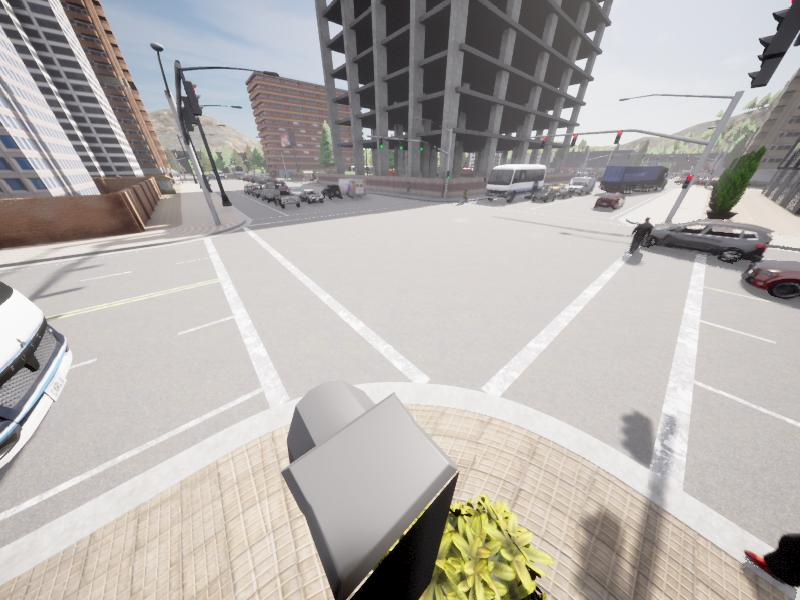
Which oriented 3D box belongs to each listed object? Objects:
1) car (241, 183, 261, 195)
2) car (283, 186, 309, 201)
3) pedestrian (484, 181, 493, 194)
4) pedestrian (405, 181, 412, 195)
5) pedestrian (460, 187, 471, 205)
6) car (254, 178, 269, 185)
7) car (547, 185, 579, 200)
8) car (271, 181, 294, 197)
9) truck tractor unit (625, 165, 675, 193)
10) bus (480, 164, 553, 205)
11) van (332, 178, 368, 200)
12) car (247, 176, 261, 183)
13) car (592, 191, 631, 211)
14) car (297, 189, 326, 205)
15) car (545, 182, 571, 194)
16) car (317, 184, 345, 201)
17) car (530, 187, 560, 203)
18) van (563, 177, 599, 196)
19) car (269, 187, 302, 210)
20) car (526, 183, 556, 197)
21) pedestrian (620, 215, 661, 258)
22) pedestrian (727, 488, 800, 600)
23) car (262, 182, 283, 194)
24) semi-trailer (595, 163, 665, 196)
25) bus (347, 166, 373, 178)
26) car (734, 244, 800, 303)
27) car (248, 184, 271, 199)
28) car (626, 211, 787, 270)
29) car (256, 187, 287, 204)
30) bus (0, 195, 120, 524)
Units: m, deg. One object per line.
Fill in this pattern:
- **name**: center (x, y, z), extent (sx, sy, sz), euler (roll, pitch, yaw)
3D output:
- **car**: center (-25.067, -18.693, 38.909), extent (1.816, 1.474, 4.193), euler (-22, 37, -34)
- **car**: center (-14.901, -15.280, 33.028), extent (1.812, 1.442, 4.674), euler (-22, 37, -34)
- **pedestrian**: center (14.408, -18.429, 37.713), extent (0.751, 1.860, 0.751), euler (-23, 37, -34)
- **pedestrian**: center (1.307, -17.366, 35.875), extent (0.751, 1.860, 0.751), euler (24, 38, 35)
- **pedestrian**: center (7.746, -12.288, 27.381), extent (0.751, 1.860, 0.751), euler (-21, 36, -32)
- **car**: center (-35.750, -30.624, 59.605), extent (2.128, 1.511, 4.902), euler (-22, 37, -34)
- **car**: center (23.938, -15.821, 33.898), extent (4.902, 1.511, 2.128), euler (-23, 37, -34)
- **car**: center (-18.776, -17.815, 36.971), extent (1.905, 1.878, 3.866), euler (-23, 37, -34)
- **truck tractor unit**: center (45.605, -22.184, 42.214), extent (6.516, 4.208, 3.053), euler (-16, 34, -24)
- **bus**: center (15.792, -15.784, 31.093), extent (10.273, 4.253, 3.944), euler (-23, 37, -34)
- **van**: center (-7.560, -16.768, 34.622), extent (2.351, 2.431, 6.366), euler (-23, 37, -34)
- **car**: center (-41.306, -34.069, 65.368), extent (2.033, 1.649, 4.856), euler (-22, 37, -34)
- **car**: center (23.534, -11.109, 25.709), extent (5.008, 1.535, 1.882), euler (-23, 37, -34)
- **car**: center (-11.249, -13.098, 29.215), extent (1.970, 1.475, 3.806), euler (-22, 37, -33)
- **car**: center (27.903, -19.813, 40.743), extent (5.366, 1.575, 1.801), euler (-23, 37, -34)
- **car**: center (-9.629, -15.044, 32.172), extent (1.905, 1.878, 3.866), euler (-23, 37, -34)
- **car**: center (19.024, -13.768, 30.300), extent (3.705, 1.549, 1.789), euler (-23, 37, -34)
- **van**: center (29.749, -18.670, 37.915), extent (6.366, 2.431, 2.351), euler (-23, 37, -34)
- **car**: center (-13.065, -11.646, 26.299), extent (1.932, 1.855, 4.605), euler (-21, 36, -32)
- **car**: center (22.490, -17.570, 36.767), extent (4.611, 1.667, 2.242), euler (-23, 37, -34)
- **pedestrian**: center (12.068, -3.203, 11.644), extent (0.751, 1.860, 0.751), euler (-25, 38, -36)
- **pedestrian**: center (3.971, 2.238, 1.916), extent (0.751, 1.860, 0.751), euler (-22, 36, -33)
- **car**: center (-22.848, -20.105, 41.335), extent (1.837, 1.490, 4.892), euler (-22, 37, -33)
- **semi-trailer**: center (38.730, -20.314, 38.771), extent (14.254, 4.402, 2.717), euler (-16, 34, -26)
- **bus**: center (-16.947, -54.637, 98.379), extent (10.273, 4.253, 3.944), euler (-23, 37, -34)
- **car**: center (14.844, -0.512, 7.524), extent (1.994, 1.385, 4.181), euler (-24, 38, -36)
- **car**: center (-21.131, -16.369, 34.750), extent (1.851, 1.617, 3.988), euler (-22, 37, -34)
- **car**: center (15.552, -3.342, 12.126), extent (2.242, 1.667, 4.611), euler (-19, 35, -29)
- **car**: center (-17.016, -13.831, 30.482), extent (2.163, 1.488, 4.792), euler (-23, 37, -34)
- **bus**: center (-9.885, 1.753, 0.719), extent (10.273, 4.253, 3.944), euler (-23, 37, -34)
